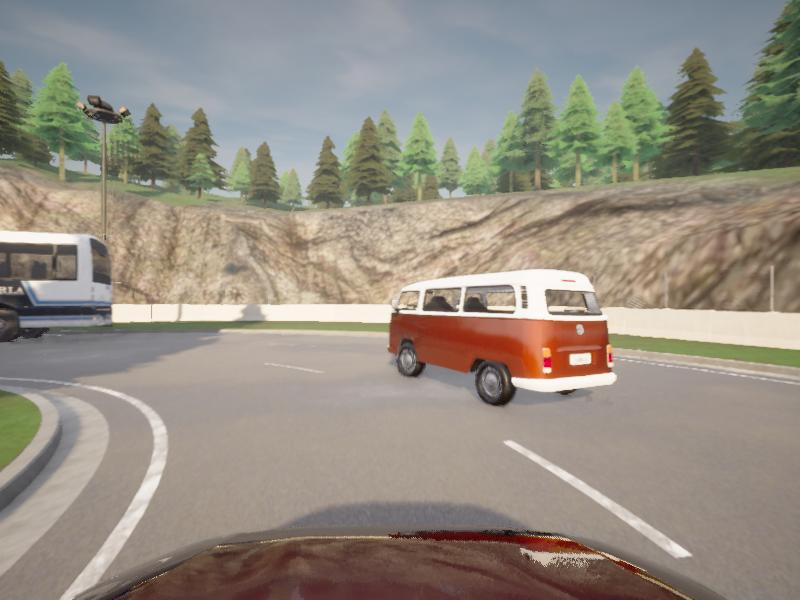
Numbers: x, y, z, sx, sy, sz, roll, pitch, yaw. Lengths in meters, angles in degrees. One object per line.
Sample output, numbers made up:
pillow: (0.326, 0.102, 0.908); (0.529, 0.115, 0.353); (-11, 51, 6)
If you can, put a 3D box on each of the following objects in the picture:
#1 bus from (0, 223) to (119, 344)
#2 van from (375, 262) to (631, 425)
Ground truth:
bus: (-17.107, -0.528, 14.888); (10.273, 4.253, 3.944); (0, -1, -23)
van: (1.464, 0.569, 7.461); (2.069, 2.038, 4.480); (2, -1, -29)
